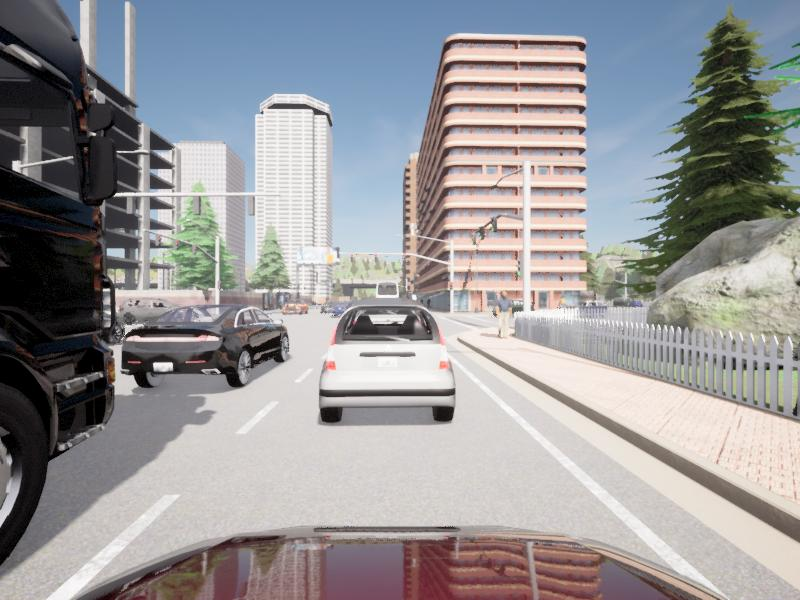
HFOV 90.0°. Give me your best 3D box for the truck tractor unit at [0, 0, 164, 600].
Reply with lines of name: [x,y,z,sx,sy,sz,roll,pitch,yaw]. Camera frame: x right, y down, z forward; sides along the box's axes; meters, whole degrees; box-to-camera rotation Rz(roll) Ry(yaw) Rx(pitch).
truck tractor unit: [-3.405,-0.516,0.104,3.053,4.208,6.516,0,0,-3]

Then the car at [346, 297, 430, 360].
car: [-0.383,0.756,12.936,2.242,1.667,4.611,0,0,-2]

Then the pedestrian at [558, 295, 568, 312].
pedestrian: [18.285,0.429,44.958,0.751,1.860,0.751,0,0,-23]

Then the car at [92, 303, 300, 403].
car: [-3.774,0.836,8.674,2.128,1.511,4.902,0,0,-2]

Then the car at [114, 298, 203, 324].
car: [-16.174,0.726,27.028,4.611,1.667,2.242,1,0,-9]

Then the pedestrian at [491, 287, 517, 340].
pedestrian: [3.758,0.485,14.532,0.751,1.860,0.751,0,0,-1]

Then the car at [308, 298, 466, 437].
car: [-0.207,0.788,6.686,1.851,1.617,3.988,0,0,-2]

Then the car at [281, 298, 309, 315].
car: [-11.956,0.694,45.747,2.097,1.767,4.553,0,0,-2]

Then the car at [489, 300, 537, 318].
car: [10.037,0.759,35.522,3.705,1.549,1.789,0,0,-14]

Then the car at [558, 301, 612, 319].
car: [15.441,0.798,33.417,3.806,1.475,1.970,0,0,-22]

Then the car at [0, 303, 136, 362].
car: [-10.847,0.851,12.575,2.163,1.488,4.792,0,0,-3]

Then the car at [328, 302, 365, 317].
car: [-5.027,0.878,38.620,2.033,1.411,5.357,0,-1,10]

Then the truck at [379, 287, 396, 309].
truck: [-2.345,-0.325,74.066,2.891,3.827,8.468,0,0,-2]

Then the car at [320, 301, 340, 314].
car: [-8.566,0.844,49.348,1.837,1.490,4.892,0,0,-2]

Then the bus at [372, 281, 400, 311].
bus: [-2.067,-0.533,61.354,3.944,4.253,10.273,0,0,-2]
